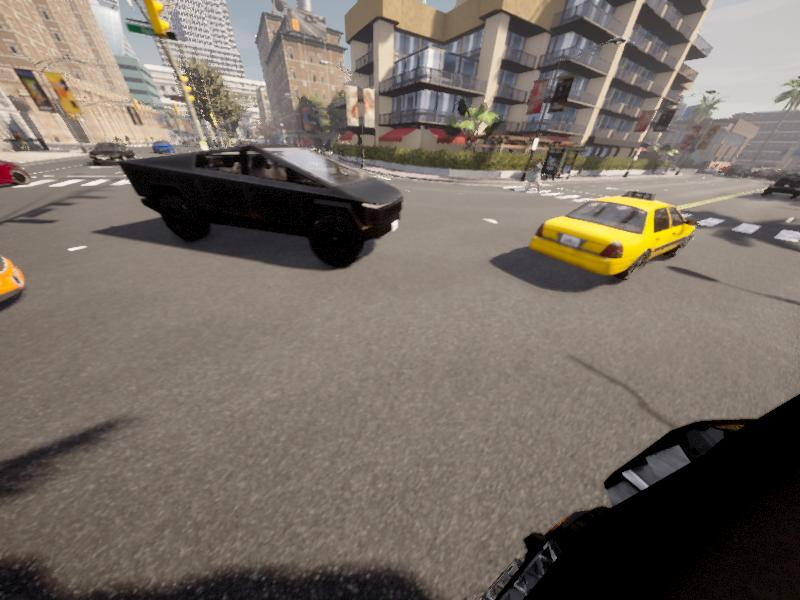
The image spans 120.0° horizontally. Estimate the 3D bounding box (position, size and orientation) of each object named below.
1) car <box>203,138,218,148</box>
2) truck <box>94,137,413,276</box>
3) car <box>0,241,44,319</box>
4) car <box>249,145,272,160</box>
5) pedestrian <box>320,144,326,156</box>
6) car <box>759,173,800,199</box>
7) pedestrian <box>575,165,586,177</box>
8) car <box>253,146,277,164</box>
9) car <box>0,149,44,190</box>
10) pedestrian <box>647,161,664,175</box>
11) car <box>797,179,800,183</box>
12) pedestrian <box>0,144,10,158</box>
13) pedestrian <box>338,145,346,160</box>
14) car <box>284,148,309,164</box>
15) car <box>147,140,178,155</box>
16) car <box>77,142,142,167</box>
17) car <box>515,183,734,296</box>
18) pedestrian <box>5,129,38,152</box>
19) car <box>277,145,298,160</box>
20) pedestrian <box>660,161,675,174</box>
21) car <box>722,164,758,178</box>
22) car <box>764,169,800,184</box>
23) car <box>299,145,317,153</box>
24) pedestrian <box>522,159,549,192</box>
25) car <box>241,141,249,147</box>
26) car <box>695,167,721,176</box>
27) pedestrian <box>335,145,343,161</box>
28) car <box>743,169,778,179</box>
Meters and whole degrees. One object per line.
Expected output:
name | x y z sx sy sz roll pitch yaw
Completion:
car | -49.405 -41.140 60.443 2.150 2.045 5.566 -16 38 -26
truck | -3.069 -2.561 5.694 6.274 2.098 2.390 11 34 12
car | -7.327 0.029 1.749 2.097 1.767 4.553 22 38 26
car | -18.940 -20.023 31.349 2.007 1.525 4.514 -16 38 -26
pedestrian | -14.110 -27.555 42.439 0.751 1.860 0.751 -12 36 -22
car | 32.980 -9.681 19.555 3.988 1.617 1.851 -16 38 -26
pedestrian | 20.240 -14.444 25.924 0.500 1.100 0.500 -14 37 -24
car | -15.792 -16.985 26.980 1.789 1.549 3.705 -16 38 -26
car | -17.640 -4.954 8.876 1.994 1.385 4.181 -6 34 -13
pedestrian | 38.246 -19.757 34.585 0.751 1.860 0.751 -15 38 -25
car | 65.706 -19.287 36.232 1.905 1.878 3.866 27 40 31
pedestrian | -31.607 -12.035 17.745 0.751 1.860 0.751 -18 39 -28
pedestrian | -8.492 -21.618 33.908 0.751 1.860 0.751 -15 38 -25
car | -13.029 -18.082 28.892 1.837 1.490 4.892 -16 38 -26
car | -33.538 -21.710 32.794 1.882 1.535 5.008 -16 38 -26
car | -23.684 -12.122 19.116 1.837 1.490 4.892 -16 38 -26
car | 5.596 -1.832 5.708 5.366 1.575 1.801 -16 38 -26
pedestrian | -38.342 -16.154 23.451 0.751 1.860 0.751 -12 36 -22
car | -16.258 -21.269 33.354 1.851 1.617 3.988 -16 38 -26
pedestrian | 44.337 -21.906 38.277 0.751 1.860 0.751 -17 39 -27
car | 64.243 -24.465 43.775 2.150 2.045 5.566 27 40 31
car | 61.947 -19.855 37.111 2.242 1.667 4.611 27 40 31
car | -22.891 -37.713 57.715 3.633 1.501 1.845 -16 38 -27
pedestrian | 9.055 -8.339 15.477 0.751 1.860 0.751 -16 38 -26
car | -51.575 -51.727 76.688 1.801 1.575 5.366 -16 38 -26
car | 62.677 -26.291 47.072 1.895 1.301 4.718 24 39 28
pedestrian | -8.736 -21.112 33.128 0.751 1.860 0.751 -13 37 -22
car | 68.622 -24.072 44.095 1.994 1.385 4.181 21 38 25
